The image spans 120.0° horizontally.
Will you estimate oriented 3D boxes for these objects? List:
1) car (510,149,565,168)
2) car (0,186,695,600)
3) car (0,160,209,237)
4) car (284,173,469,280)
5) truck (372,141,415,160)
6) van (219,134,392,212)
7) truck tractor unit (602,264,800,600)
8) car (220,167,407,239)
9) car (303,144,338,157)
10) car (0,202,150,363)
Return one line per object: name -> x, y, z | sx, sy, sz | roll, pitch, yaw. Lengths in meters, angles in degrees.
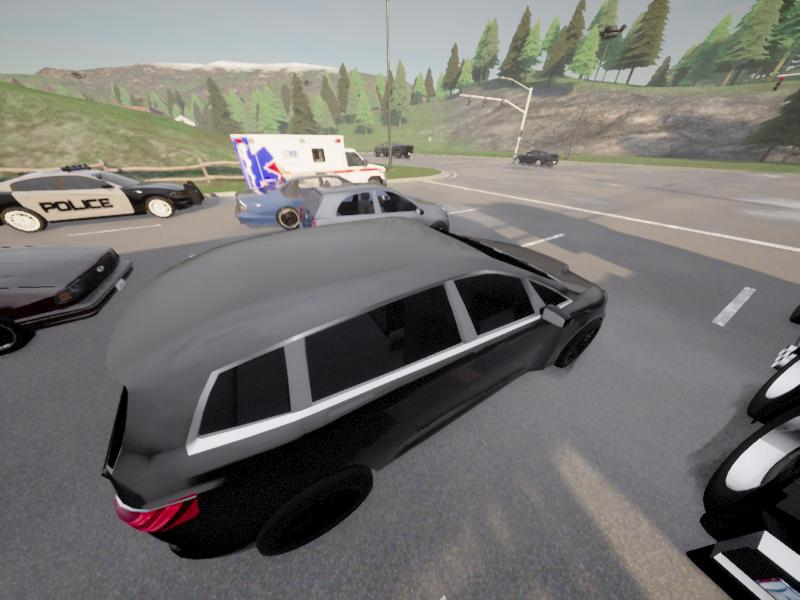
car -> 14.614, -15.372, 24.936 | 1.837, 1.490, 4.892 | -12, 37, -18
car -> 0.243, 0.020, 2.524 | 4.611, 1.667, 2.242 | -18, 39, -24
car -> -9.945, -3.552, 7.658 | 5.238, 1.638, 1.930 | -18, 39, -24
car -> -0.486, -1.983, 5.533 | 3.633, 1.501, 1.845 | -18, 39, -24
truck -> -1.098, -22.432, 34.519 | 6.274, 2.098, 2.390 | 25, 41, 31
van -> -3.732, -5.895, 10.373 | 6.366, 2.431, 2.351 | -18, 39, -24
truck tractor unit -> 5.108, -0.303, 0.787 | 6.516, 4.208, 3.053 | -18, 39, -24
car -> -2.598, -3.539, 7.887 | 5.357, 1.411, 2.033 | -18, 39, -24
car -> -12.955, -24.353, 37.639 | 5.238, 1.638, 1.930 | 16, 37, 21
car -> -6.943, 0.173, 2.517 | 5.357, 1.411, 2.033 | -18, 39, -24
